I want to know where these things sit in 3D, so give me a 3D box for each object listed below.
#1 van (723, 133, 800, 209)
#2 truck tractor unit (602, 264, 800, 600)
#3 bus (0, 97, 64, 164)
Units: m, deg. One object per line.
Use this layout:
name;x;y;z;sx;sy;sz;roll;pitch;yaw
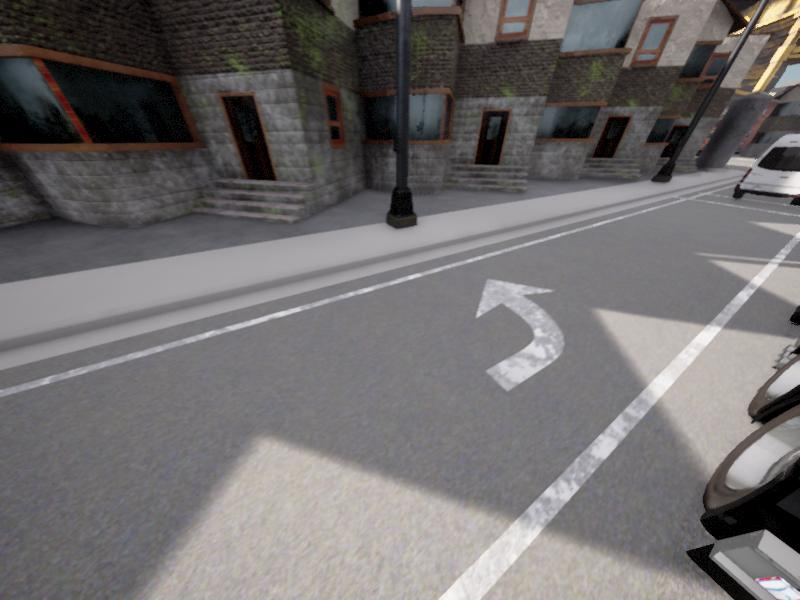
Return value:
van;18.444;-6.071;10.663;5.915;2.561;1.988;-16;38;-22
truck tractor unit;5.113;-0.297;0.786;6.516;4.208;3.053;-18;39;-24
bus;-34.234;-12.036;16.470;3.944;4.253;10.273;9;37;12
